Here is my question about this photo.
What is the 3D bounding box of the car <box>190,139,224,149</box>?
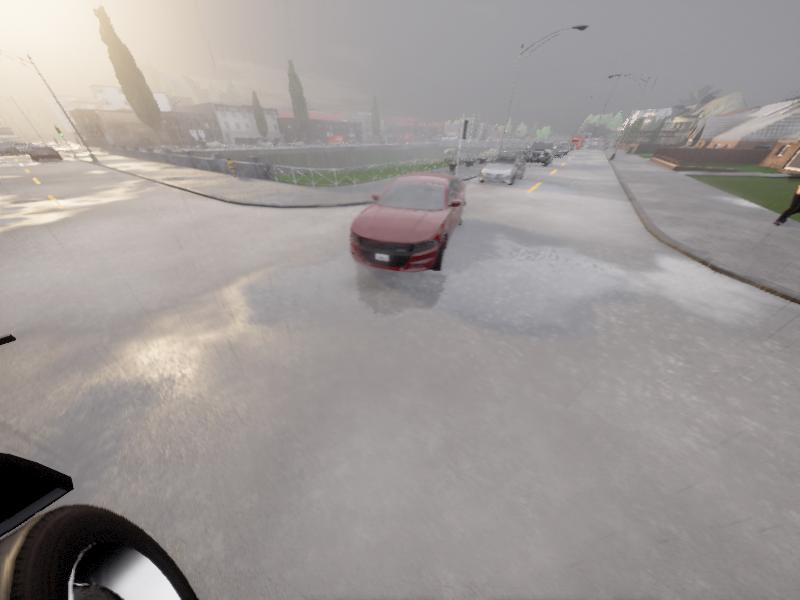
[{"bbox_3d":[-42.216,-34.187,50.676,2.152,1.651,5.027,22,41,28],"label":"car"}]

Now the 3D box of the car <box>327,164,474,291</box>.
[{"bbox_3d":[0.547,-2.329,5.884,1.882,1.535,5.008,12,37,16],"label":"car"}]

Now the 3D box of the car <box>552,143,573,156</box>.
[{"bbox_3d":[26.135,-24.201,37.122,2.038,1.542,4.974,22,41,28],"label":"car"}]

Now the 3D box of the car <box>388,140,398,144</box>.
[{"bbox_3d":[-2.703,-62.508,91.294,1.816,1.474,4.193,22,41,28],"label":"car"}]

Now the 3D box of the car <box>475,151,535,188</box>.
[{"bbox_3d":[6.491,-8.103,14.133,2.007,1.525,4.514,22,41,28],"label":"car"}]

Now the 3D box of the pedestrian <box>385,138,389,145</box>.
[{"bbox_3d":[-4.343,-53.153,77.460,0.751,1.860,0.751,22,41,28],"label":"pedestrian"}]

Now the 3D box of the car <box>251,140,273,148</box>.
[{"bbox_3d":[-35.149,-39.977,58.965,1.851,1.617,3.988,22,41,28],"label":"car"}]

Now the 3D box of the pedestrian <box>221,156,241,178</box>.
[{"bbox_3d":[-10.505,-8.288,14.394,0.500,1.100,0.500,23,41,29],"label":"pedestrian"}]

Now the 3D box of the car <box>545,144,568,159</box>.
[{"bbox_3d":[21.381,-20.337,31.539,1.851,1.617,3.988,22,41,28],"label":"car"}]

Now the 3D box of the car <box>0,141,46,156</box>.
[{"bbox_3d":[-52.922,-20.750,31.614,2.038,1.542,4.974,-8,36,-12],"label":"car"}]

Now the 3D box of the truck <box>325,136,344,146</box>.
[{"bbox_3d":[-21.115,-51.834,75.143,2.627,2.467,5.204,22,41,28],"label":"truck"}]

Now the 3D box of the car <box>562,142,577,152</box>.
[{"bbox_3d":[34.372,-30.955,46.757,1.789,1.549,3.705,22,40,28],"label":"car"}]

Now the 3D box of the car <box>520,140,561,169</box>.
[{"bbox_3d":[13.779,-14.294,22.521,2.150,2.045,5.566,22,41,28],"label":"car"}]

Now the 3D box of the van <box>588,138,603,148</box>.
[{"bbox_3d":[56.080,-45.081,66.200,2.351,2.431,6.366,22,41,28],"label":"van"}]

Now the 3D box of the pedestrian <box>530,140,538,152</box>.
[{"bbox_3d":[24.328,-28.006,42.001,0.751,1.860,0.751,17,38,22],"label":"pedestrian"}]

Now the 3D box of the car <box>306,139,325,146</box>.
[{"bbox_3d":[-25.527,-47.877,70.219,1.930,1.638,5.238,22,41,28],"label":"car"}]

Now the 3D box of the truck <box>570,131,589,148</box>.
[{"bbox_3d":[51.395,-45.835,66.022,2.891,3.827,8.468,22,41,28],"label":"truck"}]

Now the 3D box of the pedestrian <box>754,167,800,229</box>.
[{"bbox_3d":[11.563,-3.063,6.510,0.751,1.860,0.751,22,40,27],"label":"pedestrian"}]

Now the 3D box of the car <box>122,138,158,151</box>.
[{"bbox_3d":[-48.527,-29.118,43.203,1.905,1.878,3.866,22,41,28],"label":"car"}]

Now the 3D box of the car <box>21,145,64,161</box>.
[{"bbox_3d":[-39.770,-16.422,25.709,4.181,1.385,1.994,22,41,28],"label":"car"}]

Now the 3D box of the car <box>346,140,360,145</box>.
[{"bbox_3d":[-16.389,-55.314,80.962,1.837,1.490,4.892,22,41,28],"label":"car"}]

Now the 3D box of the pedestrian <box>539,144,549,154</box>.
[{"bbox_3d":[24.015,-25.240,38.559,0.751,1.300,0.751,-26,43,-32],"label":"pedestrian"}]

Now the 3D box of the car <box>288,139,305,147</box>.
[{"bbox_3d":[-29.418,-44.675,65.675,1.851,1.617,3.988,22,41,28],"label":"car"}]

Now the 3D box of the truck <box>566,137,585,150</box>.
[{"bbox_3d":[42.801,-38.237,56.353,2.627,2.467,5.204,22,41,28],"label":"truck"}]
